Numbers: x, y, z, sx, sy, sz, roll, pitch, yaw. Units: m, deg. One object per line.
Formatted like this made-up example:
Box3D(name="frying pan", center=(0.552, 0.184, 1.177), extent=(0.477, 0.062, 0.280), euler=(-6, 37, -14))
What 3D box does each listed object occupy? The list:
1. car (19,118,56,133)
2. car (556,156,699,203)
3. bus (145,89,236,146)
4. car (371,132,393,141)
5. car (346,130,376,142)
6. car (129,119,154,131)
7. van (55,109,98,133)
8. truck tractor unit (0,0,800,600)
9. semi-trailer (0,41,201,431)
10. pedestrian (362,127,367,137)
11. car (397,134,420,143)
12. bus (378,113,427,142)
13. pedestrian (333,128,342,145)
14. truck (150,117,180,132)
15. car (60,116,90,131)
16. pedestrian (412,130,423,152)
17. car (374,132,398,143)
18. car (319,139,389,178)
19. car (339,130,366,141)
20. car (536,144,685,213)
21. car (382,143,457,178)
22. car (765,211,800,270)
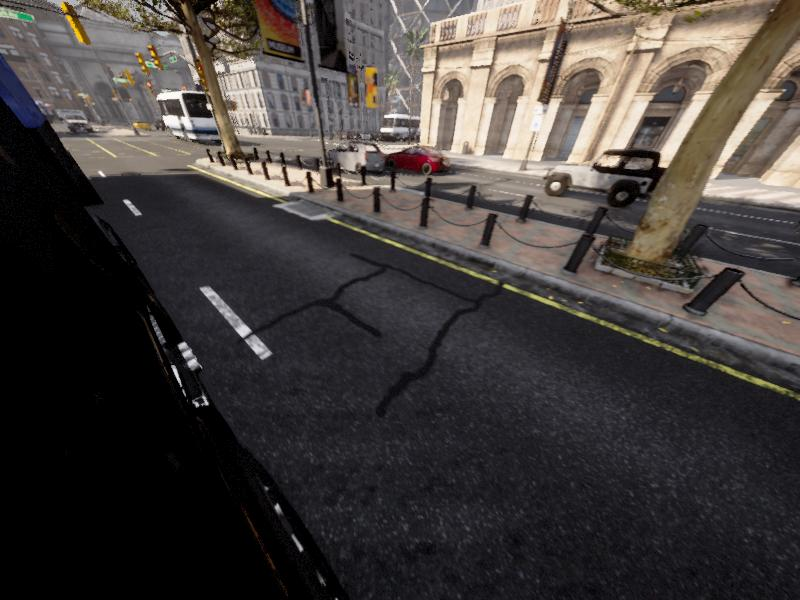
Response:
Box3D(name="car", center=(-46.693, -22.560, 29.808), extent=(5.357, 1.411, 2.033), euler=(28, 43, 30))
Box3D(name="car", center=(10.865, -6.140, 11.512), extent=(4.718, 1.301, 1.895), euler=(28, 43, 30))
Box3D(name="bus", center=(-23.402, -20.216, 25.760), extent=(10.273, 4.253, 3.944), euler=(28, 44, 30))
Box3D(name="car", center=(-3.631, -33.956, 47.956), extent=(1.895, 1.301, 4.718), euler=(28, 43, 30))
Box3D(name="car", center=(-6.771, -28.616, 40.381), extent=(2.038, 1.542, 4.974), euler=(28, 44, 30))
Box3D(name="car", center=(-47.277, -31.911, 42.174), extent=(5.366, 1.575, 1.801), euler=(28, 43, 30))
Box3D(name="van", center=(-44.779, -24.694, 31.931), extent=(6.366, 2.431, 2.351), euler=(28, 43, 30))
Box3D(name="truck tractor unit", center=(-2.645, -0.295, 0.351), extent=(6.516, 4.208, 3.053), euler=(28, 44, 30))
Box3D(name="semi-trailer", center=(-8.697, -3.600, 4.239), extent=(14.254, 4.402, 2.717), euler=(28, 44, 30))
Box3D(name="pedestrian", center=(-8.454, -39.846, 54.791), extent=(0.751, 1.860, 0.751), euler=(32, 46, 33))
Box3D(name="car", center=(1.732, -31.098, 44.461), extent=(1.895, 1.301, 4.718), euler=(28, 44, 30))
Box3D(name="bus", center=(0.678, -34.676, 46.724), extent=(3.944, 4.253, 10.273), euler=(28, 43, 30))
Box3D(name="pedestrian", center=(-8.551, -22.381, 31.579), extent=(0.751, 1.860, 0.751), euler=(28, 43, 30))
Box3D(name="truck", center=(-44.940, -33.608, 44.170), extent=(6.274, 2.098, 2.390), euler=(28, 43, 30))
Box3D(name="car", center=(-50.667, -27.498, 35.990), extent=(4.856, 1.649, 2.033), euler=(28, 44, 30))
Box3D(name="pedestrian", center=(1.868, -17.172, 24.995), extent=(0.751, 1.860, 0.751), euler=(-19, 42, -26))
Box3D(name="car", center=(-2.435, -28.320, 40.312), extent=(1.816, 1.474, 4.193), euler=(28, 43, 30))
Box3D(name="car", center=(-2.611, -8.144, 13.153), extent=(3.633, 1.501, 1.845), euler=(28, 43, 30))
Box3D(name="car", center=(-8.721, -30.506, 42.872), extent=(1.812, 1.442, 4.674), euler=(28, 43, 30))
Box3D(name="car", center=(8.330, -5.197, 9.593), extent=(3.866, 1.878, 1.905), euler=(28, 43, 30))
Box3D(name="car", center=(1.103, -8.824, 14.440), extent=(4.181, 1.385, 1.994), euler=(28, 43, 30))
Box3D(name="car", center=(11.230, -0.921, 4.046), extent=(4.605, 1.855, 1.932), euler=(28, 44, 30))
